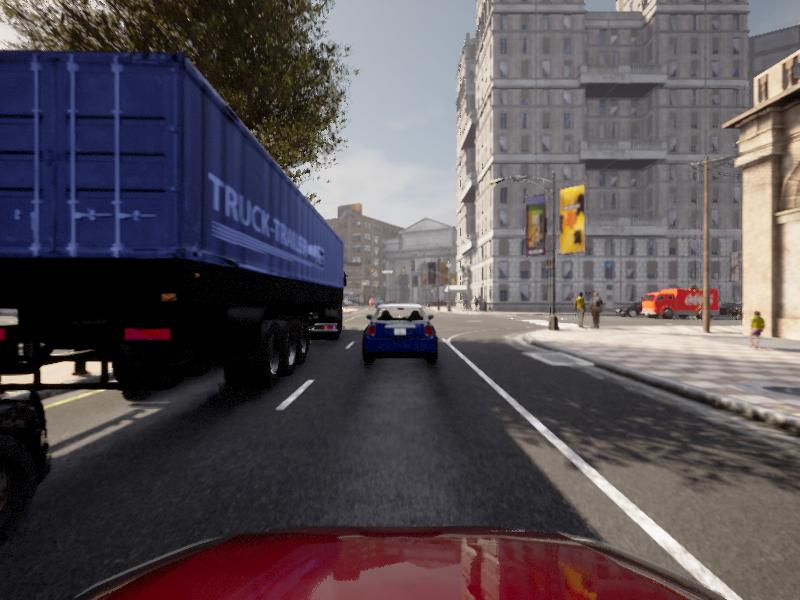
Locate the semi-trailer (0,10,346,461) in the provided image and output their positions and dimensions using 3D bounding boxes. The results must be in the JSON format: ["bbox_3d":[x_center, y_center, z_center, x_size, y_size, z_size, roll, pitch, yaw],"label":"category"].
[{"bbox_3d":[-3.622,-0.628,11.044,2.717,4.402,14.254,0,0,-1],"label":"semi-trailer"}]

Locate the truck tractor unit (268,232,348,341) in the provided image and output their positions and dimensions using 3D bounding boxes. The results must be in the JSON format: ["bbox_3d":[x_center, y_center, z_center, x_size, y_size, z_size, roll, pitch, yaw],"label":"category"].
[{"bbox_3d":[-4.038,-0.538,18.937,3.053,4.208,6.516,0,0,-8],"label":"truck tractor unit"}]

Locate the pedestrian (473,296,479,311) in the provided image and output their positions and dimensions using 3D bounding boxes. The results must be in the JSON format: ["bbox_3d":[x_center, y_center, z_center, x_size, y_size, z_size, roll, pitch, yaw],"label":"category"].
[{"bbox_3d":[9.778,0.444,51.189,0.751,1.860,0.751,0,0,10],"label":"pedestrian"}]

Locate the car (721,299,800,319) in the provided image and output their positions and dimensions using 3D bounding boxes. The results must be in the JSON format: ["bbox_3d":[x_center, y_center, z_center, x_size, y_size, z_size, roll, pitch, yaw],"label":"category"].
[{"bbox_3d":[30.107,0.745,33.242,5.238,1.638,1.930,0,0,0],"label":"car"}]

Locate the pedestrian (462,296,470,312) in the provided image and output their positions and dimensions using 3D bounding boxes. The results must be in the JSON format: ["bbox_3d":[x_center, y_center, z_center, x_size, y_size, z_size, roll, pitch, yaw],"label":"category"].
[{"bbox_3d":[7.864,0.447,47.642,0.751,1.860,0.751,0,0,-13],"label":"pedestrian"}]

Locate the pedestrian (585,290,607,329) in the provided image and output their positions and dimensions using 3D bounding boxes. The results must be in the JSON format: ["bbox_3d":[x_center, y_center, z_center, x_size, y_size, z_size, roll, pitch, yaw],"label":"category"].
[{"bbox_3d":[9.644,0.469,19.692,0.751,1.860,0.751,0,0,8],"label":"pedestrian"}]

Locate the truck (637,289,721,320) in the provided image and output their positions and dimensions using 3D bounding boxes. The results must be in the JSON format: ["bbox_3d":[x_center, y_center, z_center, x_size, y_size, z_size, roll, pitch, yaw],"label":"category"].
[{"bbox_3d":[23.034,0.330,33.220,5.204,2.467,2.627,0,0,-1],"label":"truck"}]

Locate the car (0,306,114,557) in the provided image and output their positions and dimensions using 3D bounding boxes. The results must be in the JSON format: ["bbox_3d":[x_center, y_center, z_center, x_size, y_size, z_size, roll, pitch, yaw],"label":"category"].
[{"bbox_3d":[-3.501,0.827,0.982,2.038,1.542,4.974,0,0,0],"label":"car"}]

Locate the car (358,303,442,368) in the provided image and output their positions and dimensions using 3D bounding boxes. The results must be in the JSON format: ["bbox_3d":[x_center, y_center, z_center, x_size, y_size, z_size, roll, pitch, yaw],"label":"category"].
[{"bbox_3d":[0.003,0.844,11.283,1.970,1.475,3.806,0,0,0],"label":"car"}]

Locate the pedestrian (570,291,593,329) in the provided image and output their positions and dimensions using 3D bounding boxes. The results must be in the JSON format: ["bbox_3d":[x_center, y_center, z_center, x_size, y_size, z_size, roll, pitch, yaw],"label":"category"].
[{"bbox_3d":[9.060,0.469,20.001,0.751,1.860,0.751,0,0,-15],"label":"pedestrian"}]

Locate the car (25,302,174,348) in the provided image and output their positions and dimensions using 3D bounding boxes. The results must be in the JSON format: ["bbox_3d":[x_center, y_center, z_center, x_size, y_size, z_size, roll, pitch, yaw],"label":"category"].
[{"bbox_3d":[-11.368,0.833,15.698,1.837,1.490,4.892,-1,0,6],"label":"car"}]

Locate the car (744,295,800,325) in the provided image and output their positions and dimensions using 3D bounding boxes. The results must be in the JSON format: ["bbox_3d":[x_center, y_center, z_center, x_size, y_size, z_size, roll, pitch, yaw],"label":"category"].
[{"bbox_3d":[25.673,0.634,26.232,4.605,1.855,1.932,0,0,0],"label":"car"}]

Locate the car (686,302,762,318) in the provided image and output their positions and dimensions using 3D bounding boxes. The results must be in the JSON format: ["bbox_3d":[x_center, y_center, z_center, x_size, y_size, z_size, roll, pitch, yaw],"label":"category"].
[{"bbox_3d":[29.670,0.866,36.745,5.357,1.411,2.033,0,0,0],"label":"car"}]

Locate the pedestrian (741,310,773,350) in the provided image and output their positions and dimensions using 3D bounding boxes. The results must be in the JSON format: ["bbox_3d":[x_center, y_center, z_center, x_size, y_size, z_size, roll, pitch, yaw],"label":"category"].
[{"bbox_3d":[10.255,0.856,11.507,0.500,1.100,0.500,0,0,14],"label":"pedestrian"}]

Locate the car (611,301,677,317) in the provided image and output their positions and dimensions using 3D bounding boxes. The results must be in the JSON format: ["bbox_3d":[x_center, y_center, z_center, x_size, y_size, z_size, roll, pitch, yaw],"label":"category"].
[{"bbox_3d":[22.328,0.815,36.709,4.892,1.490,1.837,0,0,0],"label":"car"}]
